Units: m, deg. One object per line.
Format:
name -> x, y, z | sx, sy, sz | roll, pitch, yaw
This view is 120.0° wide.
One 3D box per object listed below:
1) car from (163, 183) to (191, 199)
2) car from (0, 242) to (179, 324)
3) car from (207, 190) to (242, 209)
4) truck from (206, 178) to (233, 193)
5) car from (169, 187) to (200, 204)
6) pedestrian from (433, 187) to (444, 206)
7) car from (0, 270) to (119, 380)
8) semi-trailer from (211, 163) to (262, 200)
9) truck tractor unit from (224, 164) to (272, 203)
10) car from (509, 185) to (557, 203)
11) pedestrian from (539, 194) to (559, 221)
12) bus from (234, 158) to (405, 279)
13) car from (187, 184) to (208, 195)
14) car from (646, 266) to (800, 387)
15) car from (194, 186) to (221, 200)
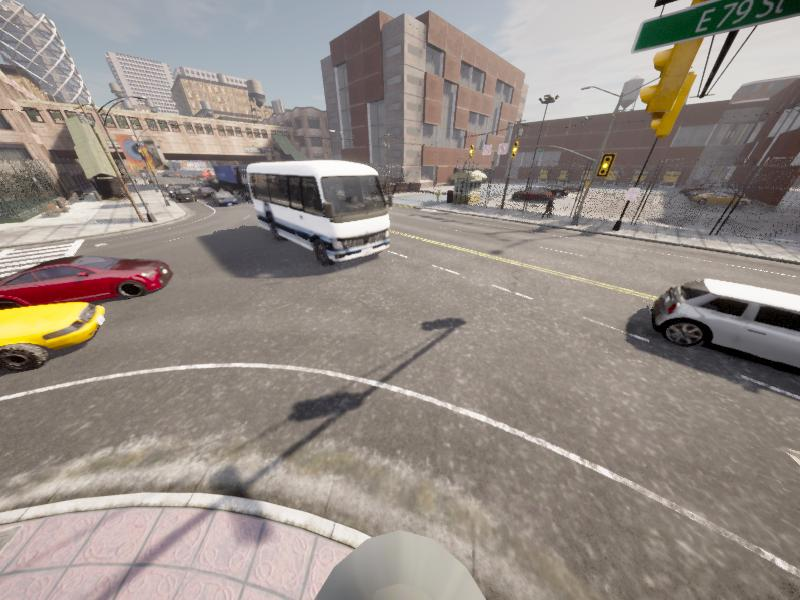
car -> -33.366, -16.355, 34.546 | 2.185, 1.767, 4.553 | -27, 39, -38
car -> -10.809, -0.761, 7.952 | 4.181, 1.385, 1.994 | -16, 34, -26
car -> -20.725, -11.949, 27.222 | 2.163, 1.488, 4.792 | -25, 38, -36
truck -> -33.113, -21.047, 42.369 | 2.390, 2.098, 6.274 | -26, 39, -37
car -> -28.751, -14.010, 30.735 | 2.097, 1.535, 5.008 | -27, 39, -38
pedestrian -> 4.344, -11.648, 25.967 | 0.751, 1.860, 0.751 | -27, 39, -38
car -> -10.156, 1.039, 4.624 | 5.366, 1.575, 1.801 | -20, 36, -31
semi-trailer -> -25.641, -18.614, 35.826 | 2.717, 4.402, 14.254 | -25, 38, -36
truck tractor unit -> -20.296, -15.616, 30.823 | 3.053, 4.208, 6.516 | -24, 37, -35
car -> 17.025, -13.733, 29.804 | 2.185, 1.767, 4.553 | -27, 39, -38
pedestrian -> 12.242, -7.593, 18.943 | 0.751, 1.860, 0.751 | 25, 38, 36
bus -> -4.816, -5.218, 12.793 | 3.944, 4.253, 10.273 | -26, 39, -37
car -> -34.864, -19.065, 39.732 | 1.895, 1.301, 4.718 | -26, 39, -37
car -> 8.718, 0.657, 5.390 | 3.806, 1.475, 1.970 | 25, 38, 36
car -> -28.486, -15.876, 34.109 | 2.033, 1.411, 5.357 | -26, 39, -38
